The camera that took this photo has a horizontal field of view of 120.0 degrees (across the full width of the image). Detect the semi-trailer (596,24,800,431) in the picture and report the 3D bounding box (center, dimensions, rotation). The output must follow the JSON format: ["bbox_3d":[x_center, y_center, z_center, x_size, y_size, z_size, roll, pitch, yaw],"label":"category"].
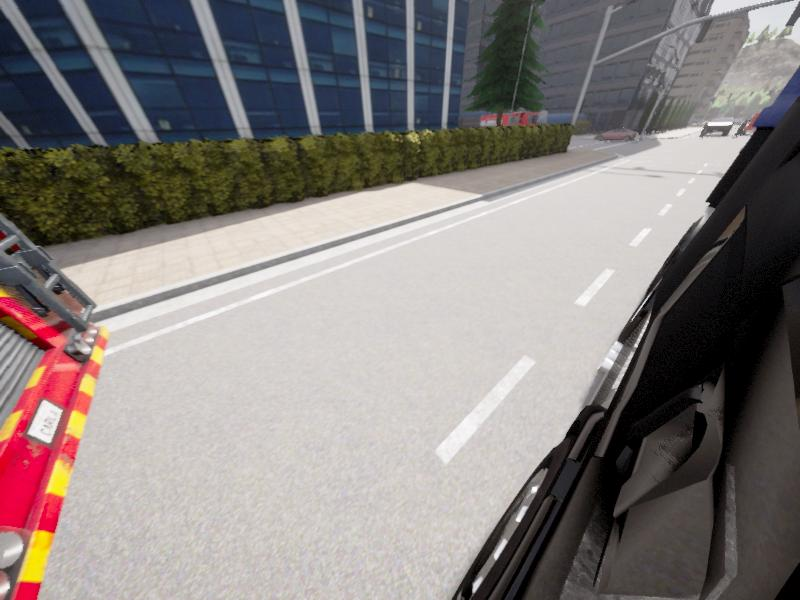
[{"bbox_3d":[8.830,-3.483,4.137,14.254,4.402,2.717,-26,43,-29],"label":"semi-trailer"}]

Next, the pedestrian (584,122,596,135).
[{"bbox_3d":[34.191,-30.779,41.575,0.751,1.860,0.751,-11,37,-11],"label":"pedestrian"}]

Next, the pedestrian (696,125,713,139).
[{"bbox_3d":[38.195,-21.065,28.978,0.751,1.300,0.751,-29,44,-32],"label":"pedestrian"}]

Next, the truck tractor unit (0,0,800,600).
[{"bbox_3d":[2.645,-0.295,0.351,6.516,4.208,3.053,-28,44,-30],"label":"truck tractor unit"}]

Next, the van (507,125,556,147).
[{"bbox_3d":[15.546,-19.611,27.641,1.775,1.987,4.442,-28,44,-31],"label":"van"}]

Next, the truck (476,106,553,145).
[{"bbox_3d":[15.182,-23.763,31.724,2.891,3.827,8.468,-28,44,-31],"label":"truck"}]

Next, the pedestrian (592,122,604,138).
[{"bbox_3d":[30.477,-26.178,35.557,0.751,1.860,0.751,20,42,28],"label":"pedestrian"}]

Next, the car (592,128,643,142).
[{"bbox_3d":[27.503,-20.964,29.374,1.994,1.385,4.181,-28,44,-31],"label":"car"}]

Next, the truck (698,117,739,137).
[{"bbox_3d":[44.644,-24.247,32.316,6.274,2.098,2.390,-27,43,-30],"label":"truck"}]

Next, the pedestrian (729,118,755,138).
[{"bbox_3d":[40.698,-20.426,27.515,0.751,1.860,0.751,-16,39,-18],"label":"pedestrian"}]
